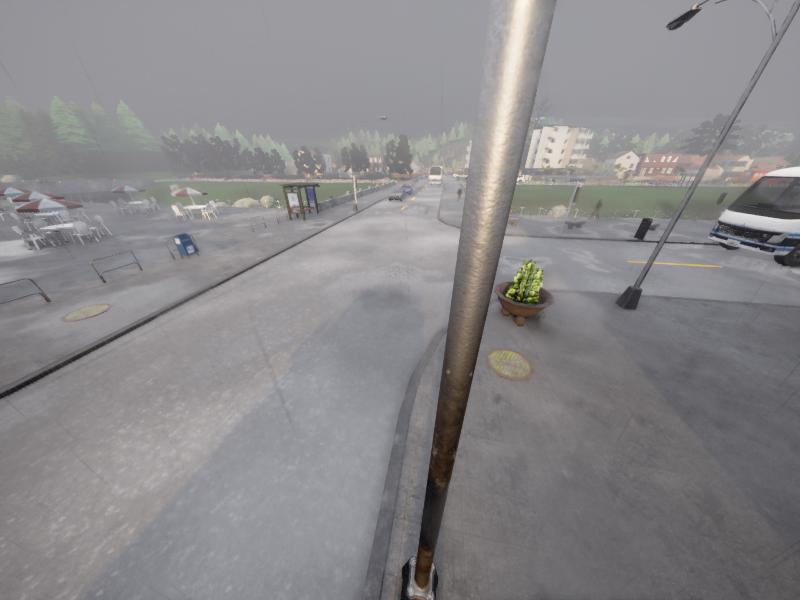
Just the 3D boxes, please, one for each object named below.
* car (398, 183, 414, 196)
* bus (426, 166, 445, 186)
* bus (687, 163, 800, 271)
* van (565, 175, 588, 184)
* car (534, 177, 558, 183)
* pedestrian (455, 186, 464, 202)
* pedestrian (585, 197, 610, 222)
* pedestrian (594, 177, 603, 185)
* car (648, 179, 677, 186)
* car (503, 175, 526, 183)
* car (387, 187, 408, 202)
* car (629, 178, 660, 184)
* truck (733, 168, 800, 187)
[{"bbox_3d":[1.083,-18.878,39.384,2.007,1.525,4.514,5,30,9],"label":"car"},{"bbox_3d":[9.672,-33.295,61.620,3.944,4.253,10.273,6,31,10],"label":"bus"},{"bbox_3d":[22.168,-3.804,10.550,10.273,4.253,3.944,5,30,8],"label":"bus"},{"bbox_3d":[49.429,-33.814,64.791,4.442,1.987,1.775,5,30,9],"label":"van"},{"bbox_3d":[41.605,-34.355,66.076,5.238,1.638,1.930,5,30,9],"label":"car"},{"bbox_3d":[7.594,-13.567,29.576,0.751,1.860,0.751,14,33,22],"label":"pedestrian"},{"bbox_3d":[16.257,-7.467,19.056,0.751,1.860,0.751,1,30,1],"label":"pedestrian"},{"bbox_3d":[48.759,-29.231,56.726,0.751,1.860,0.751,5,30,9],"label":"pedestrian"},{"bbox_3d":[66.747,-29.994,58.772,4.181,1.385,1.994,5,30,9],"label":"car"},{"bbox_3d":[33.269,-35.263,67.249,5.566,2.045,2.150,5,30,9],"label":"car"},{"bbox_3d":[-0.263,-14.968,32.743,2.033,1.411,5.357,5,30,9],"label":"car"},{"bbox_3d":[65.948,-32.104,62.409,5.357,1.411,2.033,5,30,9],"label":"car"},{"bbox_3d":[87.265,-29.234,55.015,8.468,3.827,2.891,5,30,9],"label":"truck"}]
